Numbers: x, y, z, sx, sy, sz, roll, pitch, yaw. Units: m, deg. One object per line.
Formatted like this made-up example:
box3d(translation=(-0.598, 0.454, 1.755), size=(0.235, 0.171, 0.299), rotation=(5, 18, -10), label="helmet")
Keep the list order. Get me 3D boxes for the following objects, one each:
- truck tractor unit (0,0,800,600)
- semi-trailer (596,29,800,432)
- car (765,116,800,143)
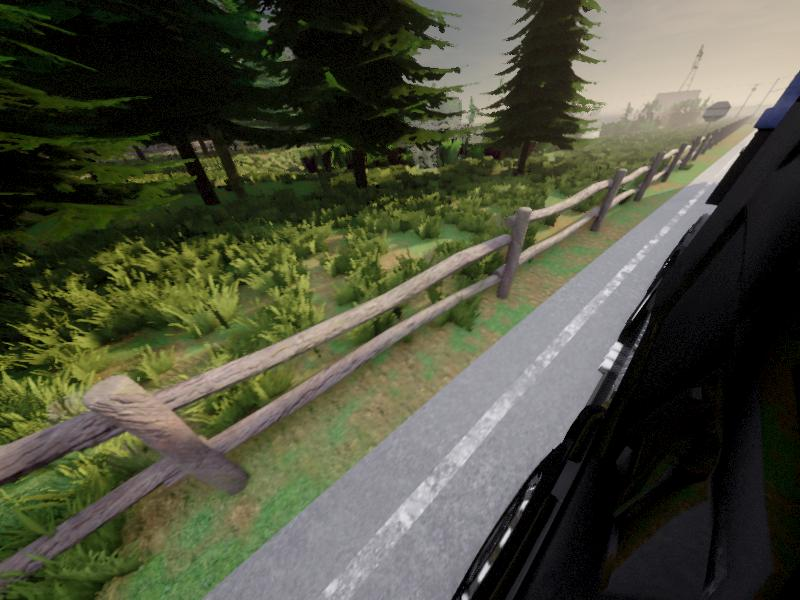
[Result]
box3d(translation=(2.645, -0.295, 0.351), size=(6.516, 4.208, 3.053), rotation=(-28, 44, -30), label="truck tractor unit")
box3d(translation=(8.786, -3.550, 4.131), size=(14.254, 4.402, 2.717), rotation=(-27, 43, -29), label="semi-trailer")
box3d(translation=(31.934, -13.875, 18.719), size=(3.988, 1.617, 1.851), rotation=(-27, 43, -28), label="car")
